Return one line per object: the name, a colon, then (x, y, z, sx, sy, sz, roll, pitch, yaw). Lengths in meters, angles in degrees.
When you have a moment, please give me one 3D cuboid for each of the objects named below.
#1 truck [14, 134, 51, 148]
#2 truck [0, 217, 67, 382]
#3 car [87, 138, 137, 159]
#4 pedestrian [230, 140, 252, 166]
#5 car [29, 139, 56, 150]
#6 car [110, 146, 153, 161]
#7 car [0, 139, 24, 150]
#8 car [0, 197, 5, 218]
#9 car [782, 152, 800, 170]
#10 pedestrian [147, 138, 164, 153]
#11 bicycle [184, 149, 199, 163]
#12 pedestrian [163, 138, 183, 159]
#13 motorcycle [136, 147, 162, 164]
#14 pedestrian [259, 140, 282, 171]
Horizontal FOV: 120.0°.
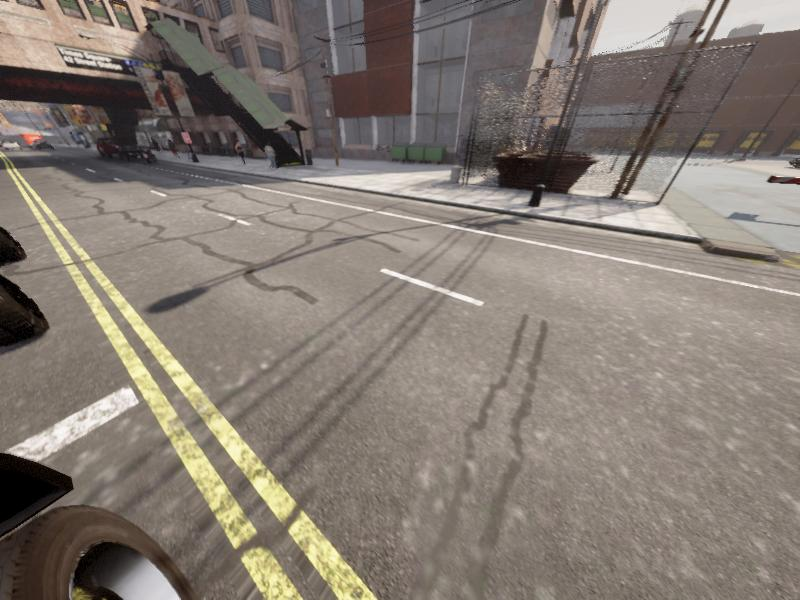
truck: (-79.622, -34.493, 50.056, 5.204, 2.467, 2.627, 17, 38, 22)
truck: (-7.441, -0.641, 2.936, 6.274, 2.098, 2.390, 22, 40, 27)
car: (-36.436, -19.313, 29.251, 5.566, 2.045, 2.435, 22, 40, 27)
pedestrian: (-13.354, -12.356, 19.420, 0.751, 1.860, 0.751, 26, 42, 31)
car: (-69.130, -30.050, 44.604, 4.974, 1.542, 2.038, 22, 40, 27)
car: (-30.316, -16.599, 26.087, 4.718, 1.301, 1.895, 22, 40, 27)
car: (-72.636, -28.981, 43.109, 3.988, 1.617, 1.851, 22, 40, 27)
car: (-15.908, -3.836, 7.798, 5.238, 1.638, 1.930, 22, 40, 27)
car: (38.858, -12.290, 20.528, 4.718, 1.301, 1.895, 22, 40, 27)
pedestrian: (-35.148, -22.226, 33.247, 0.751, 1.860, 0.751, 16, 38, 22)
bicycle: (-19.945, -13.734, 22.067, 1.643, 1.024, 0.373, 22, 30, 27)
pedestrian: (-25.279, -16.866, 25.722, 0.751, 1.860, 0.751, 22, 40, 27)
motorcycle: (-24.940, -14.417, 23.018, 0.764, 1.277, 2.356, -15, 38, -21)
pedestrian: (-9.567, -10.720, 17.130, 0.751, 1.860, 0.751, 22, 40, 28)
